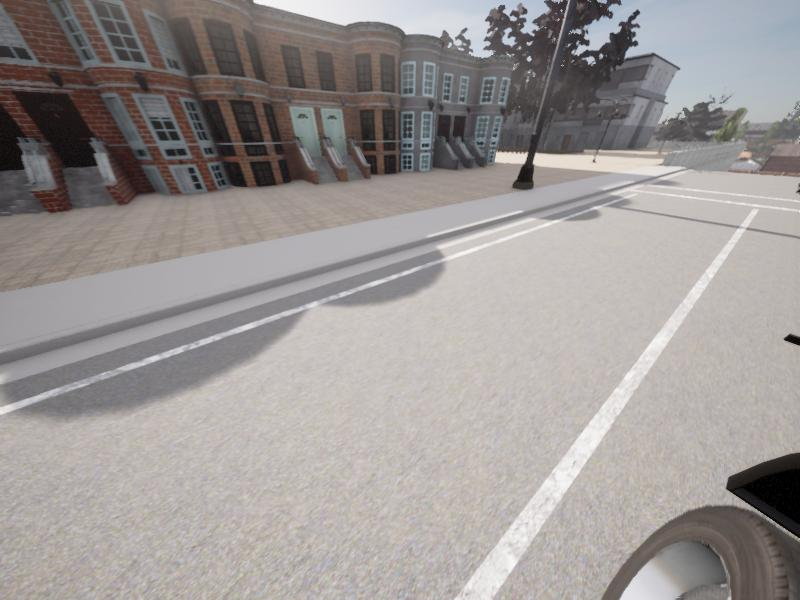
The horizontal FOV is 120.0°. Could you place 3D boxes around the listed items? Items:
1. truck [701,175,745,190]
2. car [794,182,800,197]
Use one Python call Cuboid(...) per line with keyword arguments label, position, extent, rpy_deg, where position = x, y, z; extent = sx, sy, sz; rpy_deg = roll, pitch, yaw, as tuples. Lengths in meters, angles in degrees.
Cuboid(label="truck", position=(75.194, -27.434, 53.875), extent=(2.627, 2.467, 5.204), rpy_deg=(-22, 41, -28))
Cuboid(label="car", position=(20.054, -5.626, 10.153), extent=(4.553, 1.767, 2.097), rpy_deg=(-22, 41, -28))
